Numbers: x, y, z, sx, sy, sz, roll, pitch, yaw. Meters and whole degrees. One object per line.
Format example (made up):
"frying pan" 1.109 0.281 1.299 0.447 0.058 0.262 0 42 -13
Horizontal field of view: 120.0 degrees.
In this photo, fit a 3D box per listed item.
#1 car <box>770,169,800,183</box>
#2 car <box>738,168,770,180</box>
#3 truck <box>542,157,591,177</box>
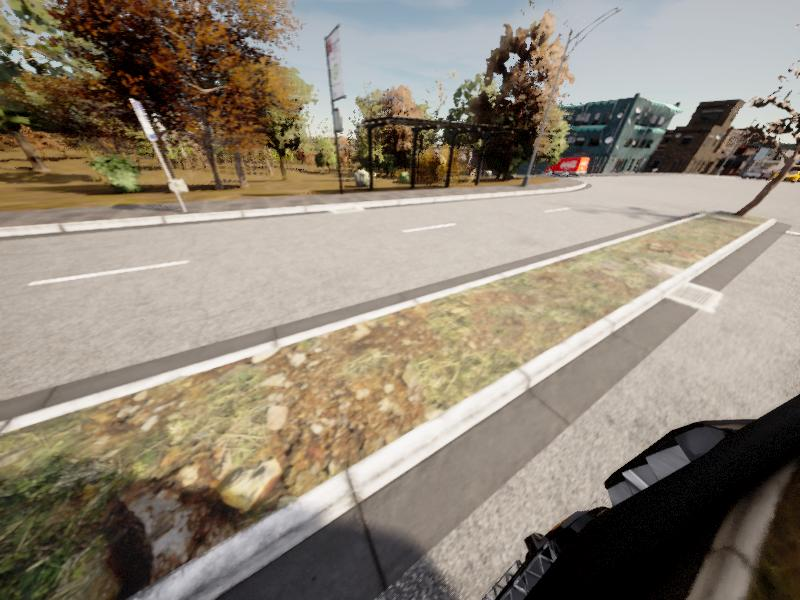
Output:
"car" 56.672 -18.072 33.759 5.008 1.535 1.882 -15 37 -27
"car" 54.528 -19.389 35.554 3.633 1.501 1.845 -15 37 -27
"truck" 25.608 -20.494 35.817 2.627 2.467 5.204 -15 32 -23
